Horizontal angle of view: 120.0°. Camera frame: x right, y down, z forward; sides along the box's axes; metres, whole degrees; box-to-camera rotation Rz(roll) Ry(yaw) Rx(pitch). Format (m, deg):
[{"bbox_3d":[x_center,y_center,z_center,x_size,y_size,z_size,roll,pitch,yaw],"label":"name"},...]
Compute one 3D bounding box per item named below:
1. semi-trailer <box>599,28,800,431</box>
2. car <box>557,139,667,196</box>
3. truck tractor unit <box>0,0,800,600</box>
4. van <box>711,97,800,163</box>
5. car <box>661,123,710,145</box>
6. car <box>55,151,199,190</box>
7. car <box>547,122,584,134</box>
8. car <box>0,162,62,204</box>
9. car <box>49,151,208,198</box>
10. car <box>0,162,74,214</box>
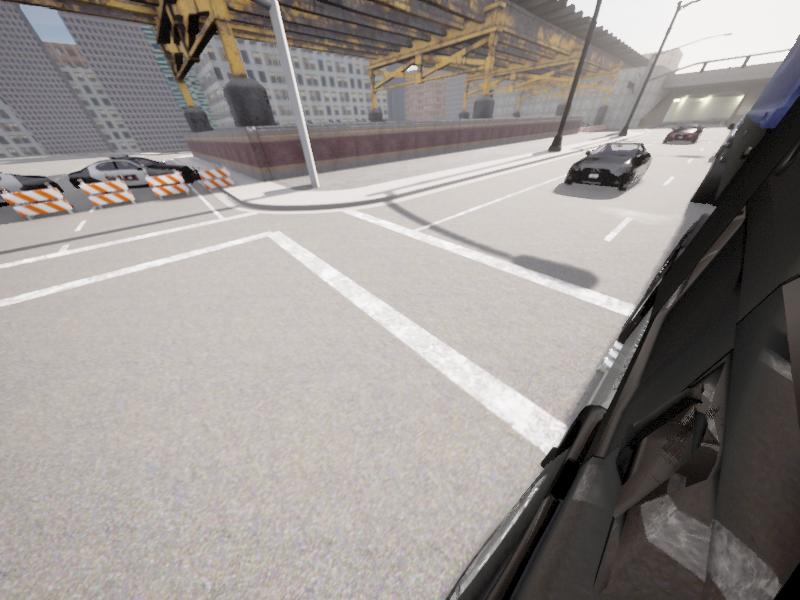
[{"bbox_3d":[8.622,-3.666,4.287,14.254,4.402,2.717,-29,44,-30],"label":"semi-trailer"},{"bbox_3d":[8.399,-5.392,9.136,4.181,1.385,1.994,-29,44,-30],"label":"car"},{"bbox_3d":[2.645,-0.295,0.351,6.516,4.208,3.053,-28,44,-30],"label":"truck tractor unit"},{"bbox_3d":[20.122,-9.582,12.969,5.915,2.561,1.988,-29,44,-30],"label":"van"},{"bbox_3d":[25.256,-14.735,20.460,4.181,1.385,1.994,-29,44,-30],"label":"car"},{"bbox_3d":[-13.638,-6.747,11.926,4.536,1.218,1.853,-9,37,-9],"label":"car"},{"bbox_3d":[30.366,-31.729,42.538,4.974,1.542,2.038,0,37,3],"label":"car"},{"bbox_3d":[-17.106,-4.201,8.767,1.853,1.218,4.536,6,38,11],"label":"car"},{"bbox_3d":[-13.581,-6.630,12.029,4.974,1.542,2.038,-9,37,-9],"label":"car"},{"bbox_3d":[-17.110,-4.044,8.822,2.038,1.542,4.974,6,38,11],"label":"car"}]
